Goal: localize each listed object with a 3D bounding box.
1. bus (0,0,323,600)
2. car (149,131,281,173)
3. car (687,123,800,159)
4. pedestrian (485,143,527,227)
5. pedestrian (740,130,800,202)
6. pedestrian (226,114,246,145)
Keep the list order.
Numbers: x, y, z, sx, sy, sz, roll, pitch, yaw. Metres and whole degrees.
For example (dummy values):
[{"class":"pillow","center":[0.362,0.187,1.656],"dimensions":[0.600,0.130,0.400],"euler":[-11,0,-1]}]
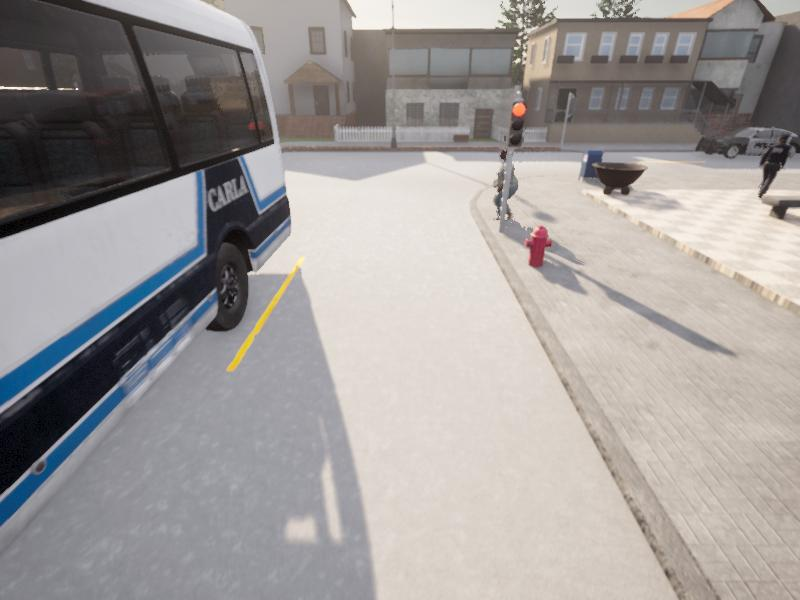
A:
[{"class":"bus","center":[-3.801,-0.551,3.095],"dimensions":[3.944,4.253,10.273],"euler":[1,27,2]},{"class":"car","center":[-8.387,-6.863,18.480],"dimensions":[4.902,1.511,2.128],"euler":[3,27,7]},{"class":"car","center":[19.292,-8.755,21.990],"dimensions":[5.238,1.638,1.930],"euler":[0,27,0]},{"class":"pedestrian","center":[2.631,-2.857,9.928],"dimensions":[0.751,1.860,0.751],"euler":[8,28,15]},{"class":"pedestrian","center":[10.986,-3.954,11.801],"dimensions":[0.751,1.860,0.751],"euler":[-17,32,-30]},{"class":"pedestrian","center":[-10.778,-11.242,26.394],"dimensions":[0.751,1.860,0.751],"euler":[-3,27,-5]}]
